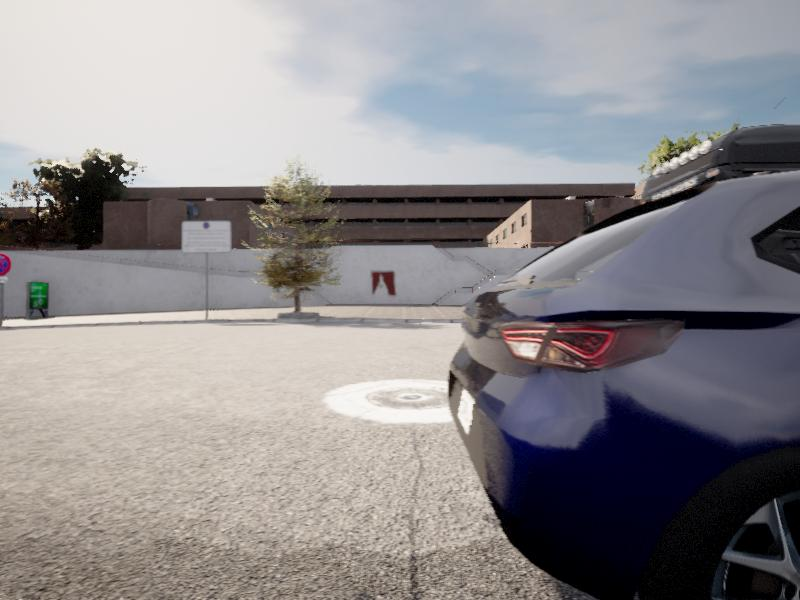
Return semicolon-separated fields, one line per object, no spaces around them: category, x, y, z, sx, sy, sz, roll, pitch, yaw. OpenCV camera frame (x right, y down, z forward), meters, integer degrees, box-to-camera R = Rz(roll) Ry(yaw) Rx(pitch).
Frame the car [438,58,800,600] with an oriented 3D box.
car;2.346;0.264;1.698;4.193;1.474;1.816;0;0;0

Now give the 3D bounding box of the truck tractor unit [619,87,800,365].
truck tractor unit;8.274;-1.146;7.568;6.516;4.208;3.053;-1;-1;0
